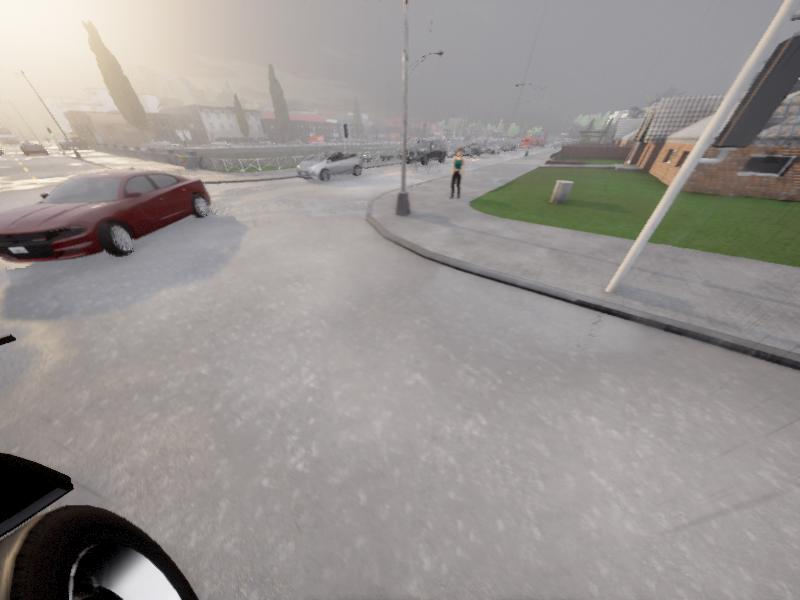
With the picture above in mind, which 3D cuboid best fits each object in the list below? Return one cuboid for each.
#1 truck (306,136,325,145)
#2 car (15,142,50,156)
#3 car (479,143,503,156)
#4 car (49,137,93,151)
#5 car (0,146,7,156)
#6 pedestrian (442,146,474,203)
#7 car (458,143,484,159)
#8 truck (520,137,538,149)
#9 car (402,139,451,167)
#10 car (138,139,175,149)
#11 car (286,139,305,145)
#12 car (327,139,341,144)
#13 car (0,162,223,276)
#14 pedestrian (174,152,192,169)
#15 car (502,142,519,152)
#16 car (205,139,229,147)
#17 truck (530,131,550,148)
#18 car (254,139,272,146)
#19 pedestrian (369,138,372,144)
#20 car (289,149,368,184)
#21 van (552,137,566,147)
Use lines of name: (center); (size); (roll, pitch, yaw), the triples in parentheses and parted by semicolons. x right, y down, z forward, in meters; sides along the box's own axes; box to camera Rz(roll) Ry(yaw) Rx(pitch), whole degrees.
truck: (-28.947, -55.048, 79.573); (2.627, 2.467, 5.204); (22, 41, 28)
car: (-51.011, -21.016, 32.088); (4.181, 1.385, 1.994); (22, 41, 28)
car: (14.849, -24.560, 37.530); (2.038, 1.542, 4.974); (22, 41, 28)
car: (-60.350, -28.700, 42.445); (1.905, 1.878, 3.866); (16, 39, 21)
car: (-54.847, -20.096, 30.609); (4.974, 1.542, 2.038); (25, 42, 31)
pedestrian: (2.272, -4.956, 9.118); (0.751, 1.860, 0.751); (21, 40, 26)
car: (9.674, -20.350, 31.452); (1.851, 1.617, 3.988); (22, 41, 28)
truck: (32.104, -39.080, 57.450); (2.627, 2.467, 5.204); (22, 41, 28)
car: (2.709, -14.811, 23.150); (2.150, 2.045, 5.566); (24, 42, 29)
car: (-53.602, -34.482, 50.940); (2.152, 1.651, 5.027); (22, 41, 28)
car: (-33.615, -50.882, 74.349); (1.930, 1.638, 5.238); (22, 40, 28)
car: (-24.222, -58.529, 85.393); (1.837, 1.490, 4.892); (22, 41, 28)
car: (-7.335, -2.571, 6.156); (1.882, 1.535, 5.008); (-4, 35, -5)
pedestrian: (-16.974, -10.932, 18.073); (0.500, 1.100, 0.500); (22, 41, 28)
car: (21.891, -30.341, 45.762); (1.789, 1.549, 3.705); (22, 41, 28)
car: (-46.712, -40.129, 59.020); (1.851, 1.617, 3.988); (22, 41, 28)
truck: (40.697, -46.679, 67.120); (2.891, 3.827, 8.468); (22, 41, 28)
car: (-39.771, -45.821, 67.152); (1.851, 1.617, 3.988); (22, 41, 28)
pedestrian: (-10.700, -57.545, 83.605); (0.751, 1.860, 0.751); (22, 41, 28)
car: (-4.392, -8.754, 14.959); (2.007, 1.525, 4.514); (22, 40, 27)
van: (50.855, -50.408, 73.705); (2.351, 2.431, 6.366); (22, 41, 28)
